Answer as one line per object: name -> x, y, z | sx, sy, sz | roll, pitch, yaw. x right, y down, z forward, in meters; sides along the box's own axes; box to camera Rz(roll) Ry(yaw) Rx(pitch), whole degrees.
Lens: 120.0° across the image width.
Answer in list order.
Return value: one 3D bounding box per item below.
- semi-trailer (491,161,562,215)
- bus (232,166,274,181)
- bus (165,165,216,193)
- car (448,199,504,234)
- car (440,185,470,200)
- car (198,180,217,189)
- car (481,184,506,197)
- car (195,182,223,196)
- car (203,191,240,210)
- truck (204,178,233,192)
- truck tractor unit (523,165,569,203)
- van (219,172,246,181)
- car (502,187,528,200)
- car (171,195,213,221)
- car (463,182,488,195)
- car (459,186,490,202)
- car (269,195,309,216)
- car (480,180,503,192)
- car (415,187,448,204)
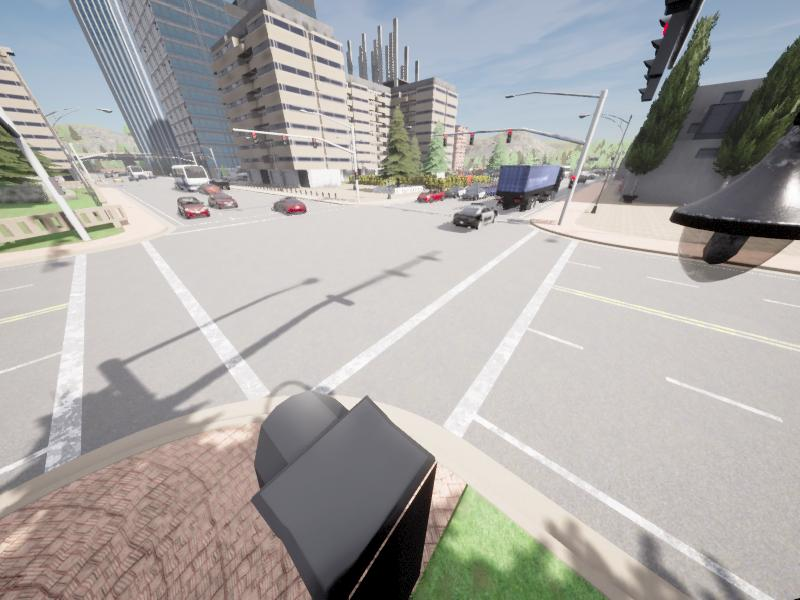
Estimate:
semi-trailer -> 14.838, -13.092, 26.262 | 2.717, 4.402, 14.254 | 23, 37, 34
bus -> -48.457, -42.037, 76.444 | 3.944, 4.253, 10.273 | 23, 37, 34
bus -> -39.050, -22.611, 42.918 | 10.273, 4.253, 3.944 | 23, 37, 34
car -> 5.969, -6.612, 17.817 | 1.930, 1.638, 5.238 | 23, 37, 34
car -> 8.260, -16.092, 34.347 | 2.038, 1.542, 4.974 | 23, 37, 34
car -> -40.872, -24.541, 49.037 | 4.193, 1.474, 1.816 | 23, 37, 34
car -> 14.747, -17.231, 36.324 | 2.007, 1.525, 4.514 | 23, 37, 34
car -> -31.762, -18.483, 38.397 | 5.027, 1.651, 2.152 | 23, 37, 34
car -> -20.100, -11.219, 25.995 | 4.674, 1.442, 1.812 | 23, 37, 34
truck -> -35.114, -22.343, 44.607 | 6.274, 2.098, 2.390 | 24, 38, 35
truck tractor unit -> 19.936, -16.036, 31.557 | 3.053, 4.208, 6.516 | 23, 37, 34
van -> -54.541, -40.466, 75.548 | 2.351, 2.431, 6.366 | 23, 37, 34
car -> 17.017, -15.762, 34.010 | 1.895, 1.301, 4.718 | 23, 37, 34
car -> -19.080, -8.535, 21.181 | 3.988, 1.617, 1.851 | 24, 38, 36
car -> 12.734, -18.797, 38.936 | 2.033, 1.649, 4.856 | 23, 37, 34
car -> 10.255, -14.559, 31.692 | 2.038, 1.542, 4.974 | 23, 37, 34
car -> -11.273, -9.638, 23.331 | 4.181, 1.385, 1.994 | 26, 39, 38
car -> 17.256, -21.510, 43.592 | 2.242, 1.667, 4.611 | 23, 37, 34
car -> 4.201, -13.723, 30.248 | 2.007, 1.525, 4.514 | 24, 38, 35
